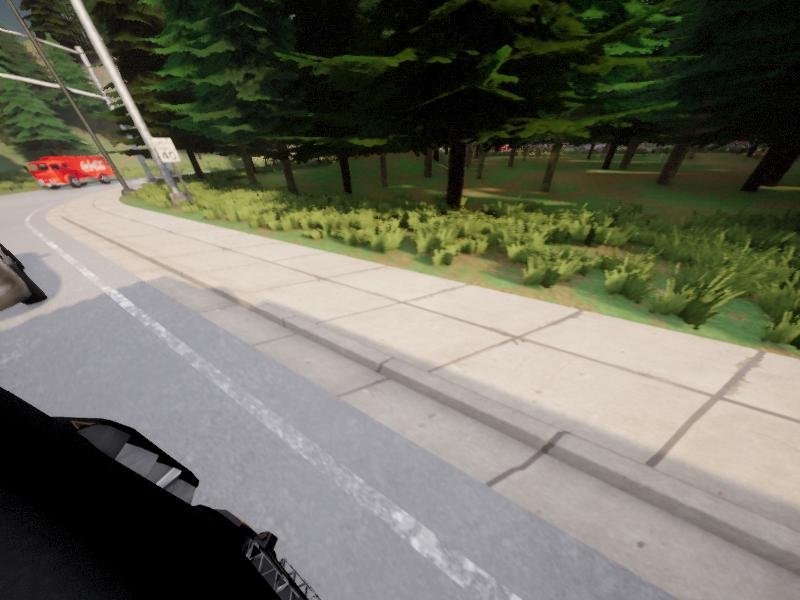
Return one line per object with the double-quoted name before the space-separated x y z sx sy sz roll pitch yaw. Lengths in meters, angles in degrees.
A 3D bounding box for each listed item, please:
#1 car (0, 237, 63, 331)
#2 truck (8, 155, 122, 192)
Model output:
"car" -8.439 -0.569 3.774 4.611 1.667 2.242 17 38 26
"truck" -30.441 -11.908 21.483 2.627 2.467 5.204 -6 34 -6
